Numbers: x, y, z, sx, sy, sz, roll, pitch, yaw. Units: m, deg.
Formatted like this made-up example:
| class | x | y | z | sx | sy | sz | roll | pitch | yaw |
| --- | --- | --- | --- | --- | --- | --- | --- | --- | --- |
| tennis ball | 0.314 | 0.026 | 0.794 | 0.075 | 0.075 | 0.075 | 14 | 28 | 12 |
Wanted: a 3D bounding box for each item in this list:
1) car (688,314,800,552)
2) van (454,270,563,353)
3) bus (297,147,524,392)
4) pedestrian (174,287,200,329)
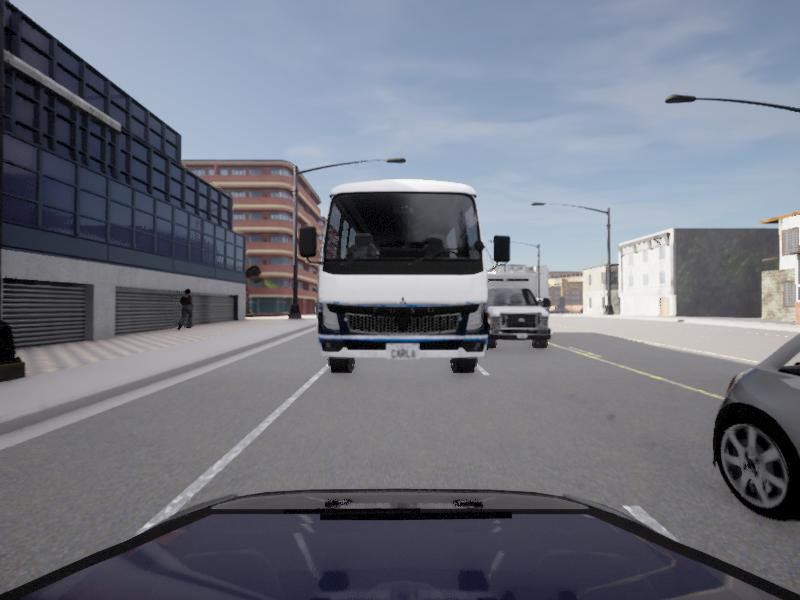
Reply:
| class | x | y | z | sx | sy | sz | roll | pitch | yaw |
| --- | --- | --- | --- | --- | --- | --- | --- | --- | --- |
| car | 3.515 | 0.858 | 1.620 | 1.970 | 1.475 | 3.806 | 0 | 0 | 0 |
| van | 3.596 | 0.299 | 14.875 | 2.351 | 2.431 | 6.366 | 0 | 1 | 0 |
| bus | 0.203 | -0.590 | 12.119 | 3.944 | 4.253 | 10.273 | 0 | 1 | 0 |
| pedestrian | -9.594 | 0.377 | 18.048 | 0.751 | 1.860 | 0.751 | 0 | -1 | 2 |
